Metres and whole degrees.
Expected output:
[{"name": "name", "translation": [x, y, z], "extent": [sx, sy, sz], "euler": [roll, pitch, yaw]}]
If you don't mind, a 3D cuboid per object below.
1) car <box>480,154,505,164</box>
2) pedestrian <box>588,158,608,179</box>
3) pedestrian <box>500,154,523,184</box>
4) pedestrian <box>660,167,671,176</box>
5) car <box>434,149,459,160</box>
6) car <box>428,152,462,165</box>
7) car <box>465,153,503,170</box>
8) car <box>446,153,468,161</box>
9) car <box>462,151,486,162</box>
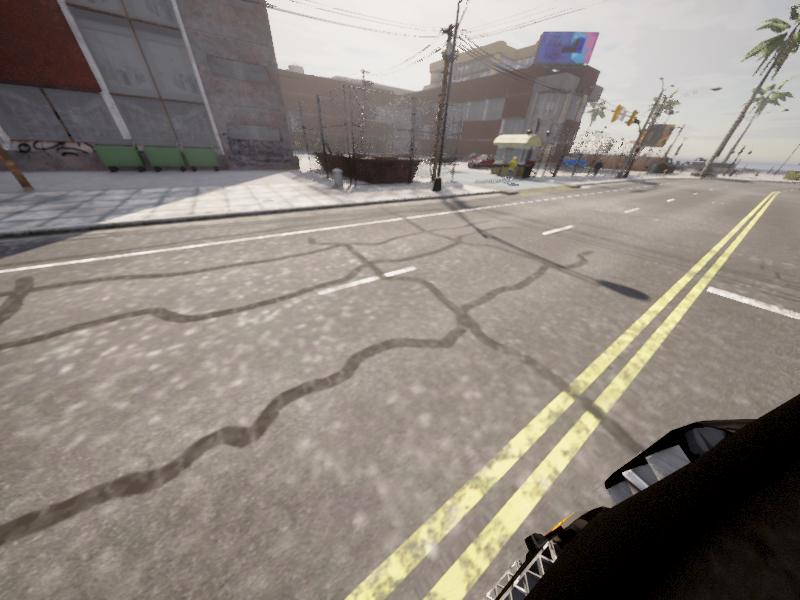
[{"name": "car", "translation": [18.844, -28.692, 47.047], "extent": [4.674, 1.452, 2.002], "euler": [-19, 39, -29]}, {"name": "pedestrian", "translation": [20.618, -13.705, 24.114], "extent": [0.751, 1.860, 0.751], "euler": [-20, 40, -30]}, {"name": "pedestrian", "translation": [8.254, -9.667, 17.109], "extent": [0.751, 1.860, 0.751], "euler": [-19, 39, -29]}, {"name": "pedestrian", "translation": [38.928, -18.833, 33.894], "extent": [0.500, 1.100, 0.500], "euler": [-15, 37, -24]}, {"name": "car", "translation": [11.196, -35.267, 56.024], "extent": [5.566, 2.045, 2.435], "euler": [-19, 39, -29]}, {"name": "car", "translation": [7.069, -22.188, 36.301], "extent": [5.008, 1.535, 2.097], "euler": [-19, 39, -29]}, {"name": "car", "translation": [11.347, -18.669, 31.096], "extent": [4.553, 1.767, 2.185], "euler": [-19, 39, -29]}, {"name": "car", "translation": [13.295, -33.425, 53.898], "extent": [4.786, 1.482, 2.161], "euler": [-19, 39, -29]}, {"name": "car", "translation": [16.112, -31.203, 50.321], "extent": [4.553, 1.767, 2.185], "euler": [-19, 39, -29]}]
